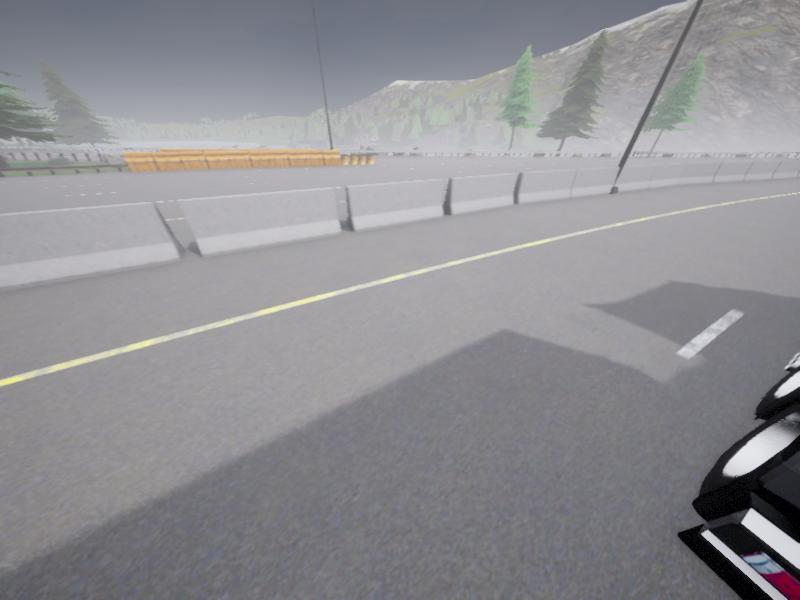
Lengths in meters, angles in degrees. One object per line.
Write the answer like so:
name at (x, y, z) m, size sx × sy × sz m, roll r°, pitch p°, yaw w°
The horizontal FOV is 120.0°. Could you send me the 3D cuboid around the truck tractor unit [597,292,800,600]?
truck tractor unit at (5.162, -0.246, 0.713) m, size 6.516 × 4.208 × 3.053 m, roll -16°, pitch 38°, yaw -22°
